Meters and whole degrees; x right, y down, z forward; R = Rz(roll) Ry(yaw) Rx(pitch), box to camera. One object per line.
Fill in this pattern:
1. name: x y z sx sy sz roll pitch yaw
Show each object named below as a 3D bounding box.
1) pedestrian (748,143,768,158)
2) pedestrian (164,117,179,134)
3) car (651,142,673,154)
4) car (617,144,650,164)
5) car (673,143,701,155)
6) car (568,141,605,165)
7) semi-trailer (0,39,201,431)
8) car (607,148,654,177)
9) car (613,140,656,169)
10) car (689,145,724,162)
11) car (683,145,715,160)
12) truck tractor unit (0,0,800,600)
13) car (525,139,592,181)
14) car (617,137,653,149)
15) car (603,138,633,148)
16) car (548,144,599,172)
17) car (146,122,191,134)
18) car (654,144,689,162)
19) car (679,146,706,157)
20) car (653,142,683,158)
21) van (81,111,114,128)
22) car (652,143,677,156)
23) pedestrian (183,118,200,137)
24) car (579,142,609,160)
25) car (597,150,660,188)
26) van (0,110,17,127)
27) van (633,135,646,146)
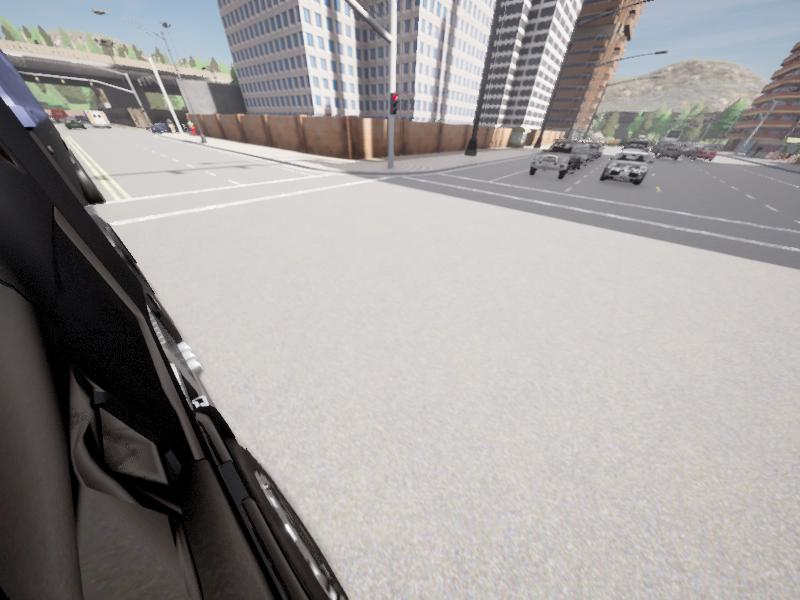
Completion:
1. pedestrian: 57.024 -23.849 36.850 0.751 1.860 0.751 30 45 32
2. pedestrian: -32.010 -24.418 32.349 0.751 1.860 0.751 -18 42 -25
3. car: 47.227 -27.488 41.748 2.007 1.525 4.514 28 44 30
4. car: 25.253 -15.866 24.971 1.837 1.490 4.892 28 44 30
5. car: 51.866 -27.420 41.860 2.242 1.667 4.611 28 44 30
6. car: 18.098 -14.311 22.389 1.851 1.617 3.988 28 44 30
7. semi-trailer: -8.677 -3.616 4.255 14.254 4.402 2.717 28 44 30
8. car: 17.166 -10.373 17.233 1.812 1.442 4.674 28 44 30
9. car: 21.115 -13.220 20.878 1.905 1.878 3.866 28 44 30
10. car: 39.109 -18.788 29.619 1.789 1.549 3.705 28 44 30
11. car: 42.854 -21.293 33.234 1.970 1.475 3.806 28 44 30
12. truck tractor unit: -2.645 -0.295 0.351 6.516 4.208 3.053 28 44 30
13. car: 9.965 -8.869 14.450 1.932 1.855 4.605 30 45 31
14. car: 55.399 -37.081 54.497 5.566 2.045 2.150 28 44 30
15. car: 55.123 -39.777 58.480 5.366 1.575 1.801 28 44 30
16. car: 13.918 -11.427 18.414 2.163 1.488 4.792 28 44 30
17. car: -35.038 -26.127 35.110 1.994 1.385 4.181 14 39 15
18. car: 34.164 -18.666 29.202 2.128 1.511 4.902 28 44 30
19. car: 46.848 -23.928 37.123 1.895 1.301 4.718 28 44 30
20. car: 38.545 -21.677 33.366 2.033 1.649 4.856 28 44 30
21. van: -56.099 -33.445 42.797 6.366 2.431 2.351 28 44 30
22. car: 43.003 -24.657 37.674 2.007 1.525 4.514 28 44 30
23. pedestrian: -26.958 -22.336 29.916 0.751 1.860 0.751 21 41 23
24. car: 22.106 -16.969 26.269 1.816 1.474 4.193 28 44 30
25. car: 13.472 -7.872 13.664 1.970 1.475 3.806 29 44 30
26. van: -62.223 -28.198 35.834 4.442 1.987 1.775 30 45 32
27. van: 74.453 -49.606 71.818 1.988 2.561 5.915 28 44 30
